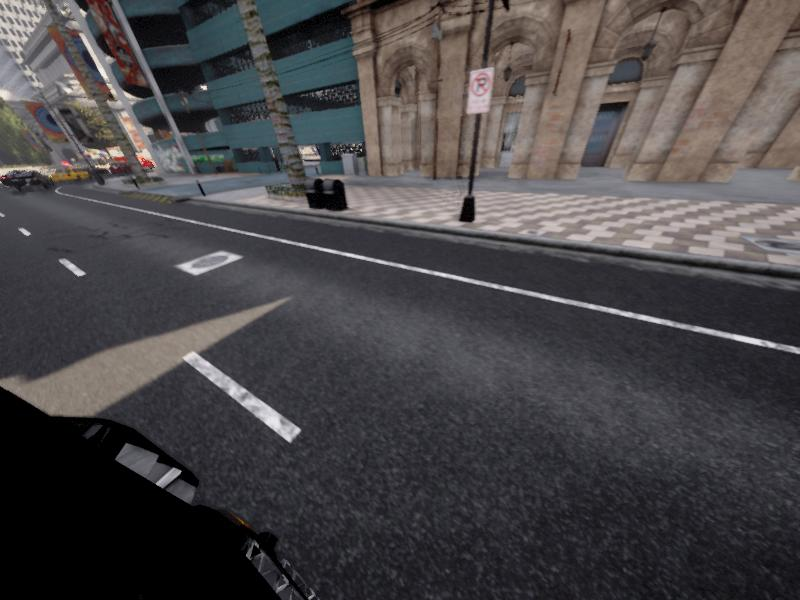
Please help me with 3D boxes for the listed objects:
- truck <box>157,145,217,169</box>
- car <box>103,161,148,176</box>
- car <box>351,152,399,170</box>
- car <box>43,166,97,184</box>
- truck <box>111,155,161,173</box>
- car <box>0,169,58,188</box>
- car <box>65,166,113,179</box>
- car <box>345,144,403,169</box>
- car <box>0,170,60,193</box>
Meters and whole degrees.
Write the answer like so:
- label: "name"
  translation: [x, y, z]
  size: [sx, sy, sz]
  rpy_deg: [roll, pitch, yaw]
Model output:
- label: "truck"
  translation: [-44.441, -30.226, 48.733]
  size: [2.891, 3.827, 8.468]
  rpy_deg: [7, 35, 15]
- label: "car"
  translation: [-45.019, -21.784, 38.051]
  size: [2.097, 1.767, 4.553]
  rpy_deg: [-7, 34, -6]
- label: "car"
  translation: [-2.643, -14.774, 24.574]
  size: [4.514, 1.523, 2.007]
  rpy_deg: [16, 38, 26]
- label: "car"
  translation: [-41.768, -16.052, 29.476]
  size: [1.801, 1.575, 5.366]
  rpy_deg: [-19, 37, -22]
- label: "truck"
  translation: [-49.019, -25.436, 43.174]
  size: [2.627, 2.467, 5.204]
  rpy_deg: [1, 34, 6]
- label: "car"
  translation: [-44.274, -14.519, 27.428]
  size: [2.038, 1.542, 4.974]
  rpy_deg: [-20, 37, -23]
- label: "car"
  translation: [-48.052, -19.874, 35.886]
  size: [1.895, 1.301, 4.718]
  rpy_deg: [-9, 34, -9]
- label: "car"
  translation: [-2.710, -15.114, 24.381]
  size: [5.566, 2.045, 2.435]
  rpy_deg: [16, 38, 26]
- label: "car"
  translation: [-36.119, -11.741, 22.704]
  size: [2.128, 1.511, 4.902]
  rpy_deg: [-31, 43, -35]
